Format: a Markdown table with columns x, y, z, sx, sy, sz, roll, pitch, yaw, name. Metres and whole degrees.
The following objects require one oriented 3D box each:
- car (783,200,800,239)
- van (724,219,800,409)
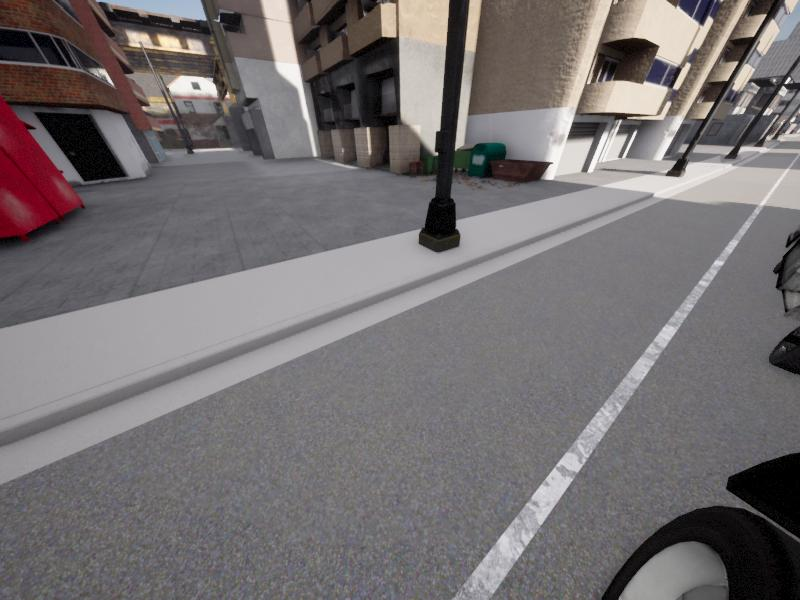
| x | y | z | sx | sy | sz | roll | pitch | yaw | name |
| --- | --- | --- | --- | --- | --- | --- | --- | --- | --- |
| 13.144 | -2.683 | 6.321 | 4.902 | 1.511 | 2.128 | -22 | 40 | -27 | car |
| 7.038 | -0.620 | 2.654 | 6.366 | 2.431 | 2.351 | -22 | 40 | -27 | van |
